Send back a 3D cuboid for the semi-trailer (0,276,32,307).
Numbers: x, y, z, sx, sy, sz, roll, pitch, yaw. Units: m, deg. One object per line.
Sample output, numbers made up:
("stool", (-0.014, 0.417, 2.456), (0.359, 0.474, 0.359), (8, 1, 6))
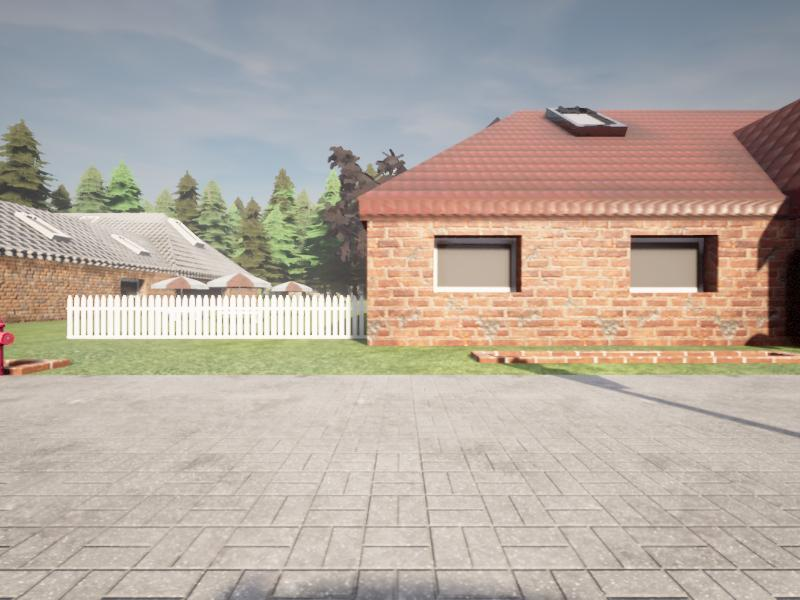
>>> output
("semi-trailer", (-58.281, -1.194, 54.661), (2.717, 4.402, 14.254), (0, 0, 0))
